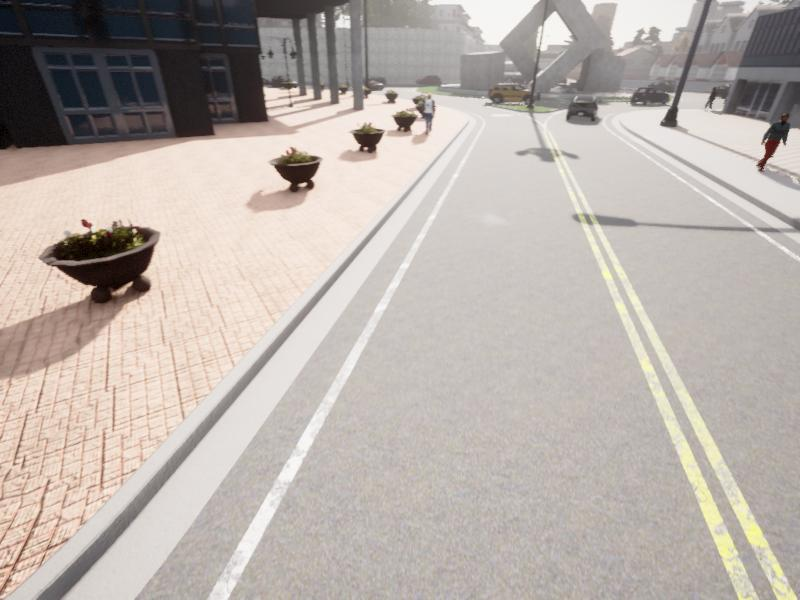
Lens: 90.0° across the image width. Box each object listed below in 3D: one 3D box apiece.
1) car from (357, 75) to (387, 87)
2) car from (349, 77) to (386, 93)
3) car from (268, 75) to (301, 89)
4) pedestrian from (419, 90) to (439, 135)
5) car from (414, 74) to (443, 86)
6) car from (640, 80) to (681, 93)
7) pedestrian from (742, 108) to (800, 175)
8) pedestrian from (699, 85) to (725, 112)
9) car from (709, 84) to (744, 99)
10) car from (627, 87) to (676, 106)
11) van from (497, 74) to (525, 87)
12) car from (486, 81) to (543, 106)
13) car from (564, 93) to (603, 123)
[{"bbox_3d":[-4.812,-38.155,69.671,5.027,1.651,2.152,0,30,-2],"label":"car"},{"bbox_3d":[-4.540,-29.885,55.555,5.027,1.651,2.152,25,38,35],"label":"car"},{"bbox_3d":[-16.513,-31.238,57.350,3.988,1.617,1.851,12,32,18],"label":"car"},{"bbox_3d":[1.387,-8.938,19.086,0.751,1.860,0.751,8,31,13],"label":"pedestrian"},{"bbox_3d":[5.102,-39.515,71.820,4.553,1.767,2.097,-12,33,-21],"label":"car"},{"bbox_3d":[41.104,-33.788,63.276,2.242,1.667,4.611,-16,34,-26],"label":"car"},{"bbox_3d":[11.908,-5.068,12.768,0.751,1.860,0.751,11,32,17],"label":"pedestrian"},{"bbox_3d":[24.757,-15.984,31.764,0.751,1.860,0.751,-3,31,-7],"label":"pedestrian"},{"bbox_3d":[42.208,-27.070,51.801,1.789,1.549,3.705,5,31,7],"label":"car"},{"bbox_3d":[24.917,-20.200,39.633,3.633,1.501,1.845,-8,32,-16],"label":"car"},{"bbox_3d":[20.141,-40.006,72.874,4.442,1.987,1.775,2,30,2],"label":"van"},{"bbox_3d":[10.565,-19.141,37.094,4.605,1.855,1.932,12,33,20],"label":"car"},{"bbox_3d":[12.735,-13.364,27.661,1.837,1.490,4.892,14,33,21],"label":"car"}]
